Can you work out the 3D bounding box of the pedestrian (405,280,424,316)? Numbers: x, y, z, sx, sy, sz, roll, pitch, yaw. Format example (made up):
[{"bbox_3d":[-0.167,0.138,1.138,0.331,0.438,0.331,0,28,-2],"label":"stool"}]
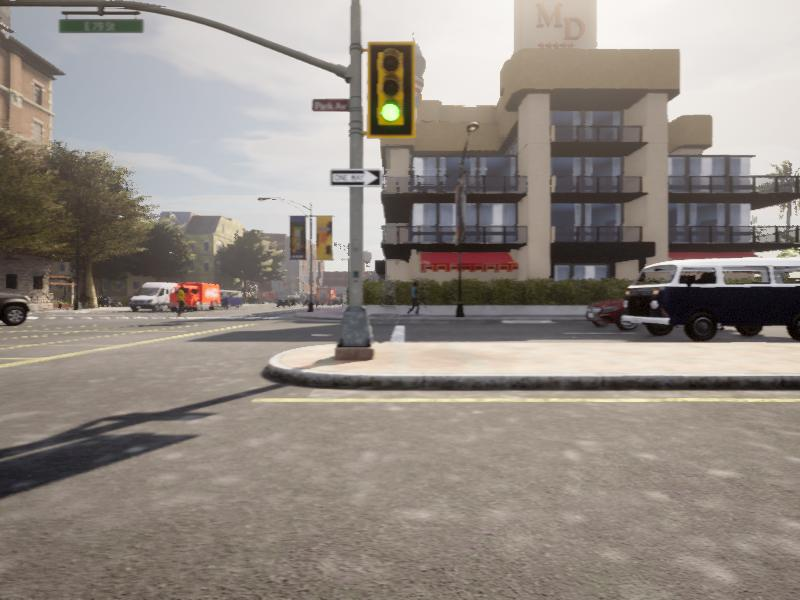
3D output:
[{"bbox_3d":[0.789,-0.115,21.168,0.751,1.860,0.751,0,0,29],"label":"pedestrian"}]

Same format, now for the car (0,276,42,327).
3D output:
[{"bbox_3d":[-15.906,0.057,14.025,1.932,1.855,4.605,0,0,21],"label":"car"}]

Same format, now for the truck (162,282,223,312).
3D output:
[{"bbox_3d":[-17.903,-0.238,34.913,2.627,2.467,5.204,0,0,0],"label":"truck"}]

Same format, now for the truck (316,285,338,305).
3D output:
[{"bbox_3d":[-14.653,-0.920,80.437,2.891,3.827,8.468,0,0,0],"label":"truck"}]

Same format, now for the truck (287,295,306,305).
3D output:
[{"bbox_3d":[-21.680,-0.054,84.264,2.390,2.098,6.274,0,0,0],"label":"truck"}]

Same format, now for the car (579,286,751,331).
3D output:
[{"bbox_3d":[8.877,0.268,13.700,4.674,1.442,1.812,0,0,0],"label":"car"}]

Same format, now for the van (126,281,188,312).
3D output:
[{"bbox_3d":[-21.416,-0.272,35.601,1.988,2.561,5.915,0,0,-1],"label":"van"}]

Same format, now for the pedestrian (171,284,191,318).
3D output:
[{"bbox_3d":[-12.238,0.041,22.365,0.751,1.860,0.751,0,0,-11],"label":"pedestrian"}]

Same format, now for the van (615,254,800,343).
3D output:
[{"bbox_3d":[8.263,-0.031,10.195,4.480,2.038,2.069,0,0,0],"label":"van"}]

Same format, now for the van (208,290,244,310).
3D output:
[{"bbox_3d":[-17.939,0.004,41.412,1.775,1.987,4.442,0,0,0],"label":"van"}]

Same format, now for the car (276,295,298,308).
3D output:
[{"bbox_3d":[-14.496,0.218,51.348,1.789,1.549,3.705,0,0,0],"label":"car"}]
